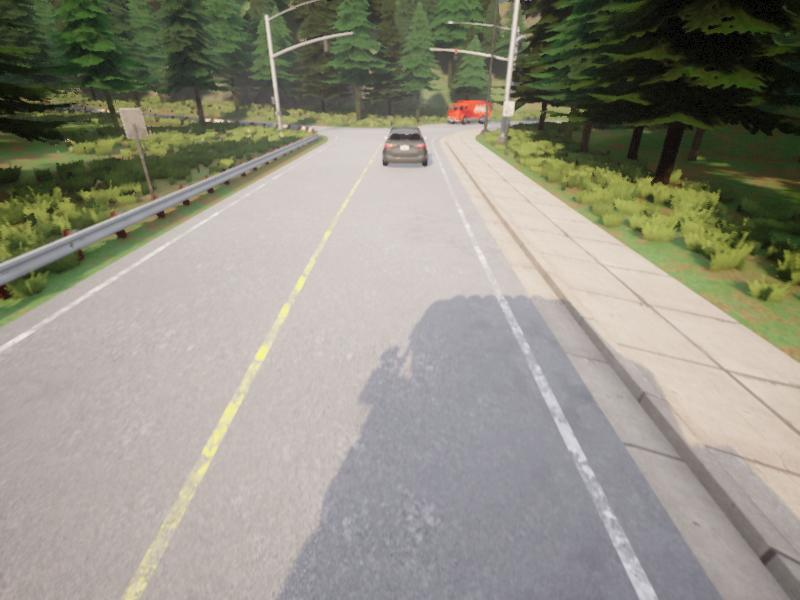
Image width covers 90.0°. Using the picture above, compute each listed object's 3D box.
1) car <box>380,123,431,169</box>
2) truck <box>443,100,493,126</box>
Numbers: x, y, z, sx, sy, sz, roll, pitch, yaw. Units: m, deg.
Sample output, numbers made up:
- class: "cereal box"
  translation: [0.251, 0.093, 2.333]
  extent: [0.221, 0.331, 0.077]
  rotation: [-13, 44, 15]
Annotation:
- class: "car"
  translation: [0.271, -7.813, 20.049]
  extent: [2.242, 1.667, 4.611]
  rotation: [1, 27, 1]
- class: "truck"
  translation: [7.849, -21.609, 46.098]
  extent: [5.204, 2.467, 2.627]
  rotation: [-19, 33, -33]
